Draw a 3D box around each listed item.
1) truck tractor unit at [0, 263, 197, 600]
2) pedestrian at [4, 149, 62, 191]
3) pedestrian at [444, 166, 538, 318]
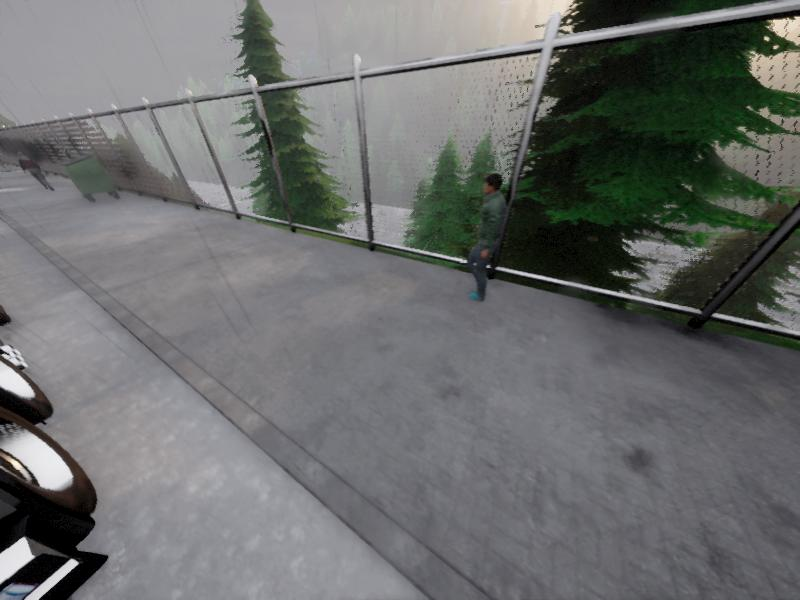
[{"bbox_3d":[-5.117,-0.293,0.782,6.516,4.208,3.053,18,39,24],"label":"truck tractor unit"},{"bbox_3d":[-19.341,-6.846,12.214,0.751,1.860,0.751,18,39,24],"label":"pedestrian"},{"bbox_3d":[1.206,-0.786,3.279,0.751,1.860,0.751,18,39,25],"label":"pedestrian"}]
